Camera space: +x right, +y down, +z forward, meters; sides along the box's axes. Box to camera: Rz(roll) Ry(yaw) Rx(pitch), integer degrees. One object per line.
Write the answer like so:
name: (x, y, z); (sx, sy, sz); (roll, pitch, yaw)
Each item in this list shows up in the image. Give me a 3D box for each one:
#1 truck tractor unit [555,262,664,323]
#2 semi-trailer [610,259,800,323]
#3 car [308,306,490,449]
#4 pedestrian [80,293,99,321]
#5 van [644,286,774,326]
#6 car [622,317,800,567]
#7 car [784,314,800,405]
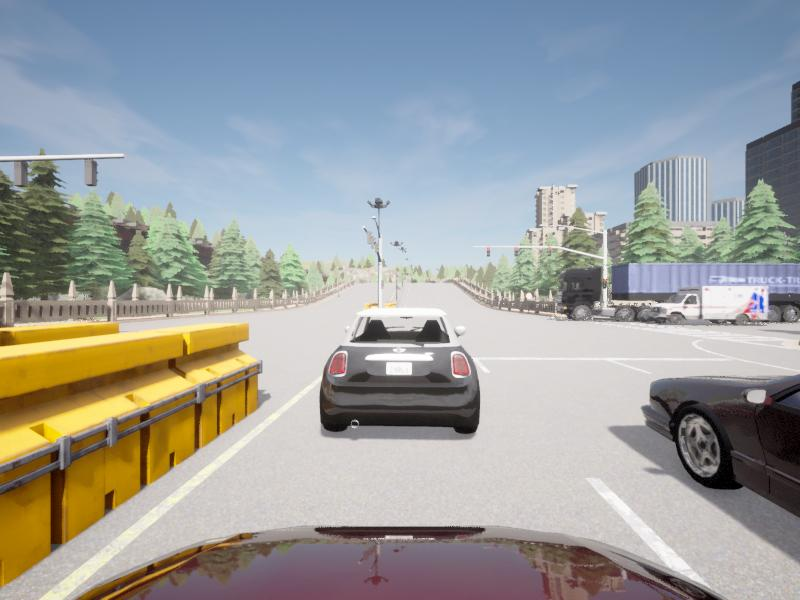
truck tractor unit: (15.202, -0.522, 29.554); (6.516, 4.208, 3.053); (0, 0, 12)
semi-trailer: (23.065, -0.617, 28.829); (14.254, 4.402, 2.717); (0, 0, 3)
car: (0.069, 0.853, 6.213); (1.970, 1.475, 3.806); (0, 0, 3)
pedestrian: (-21.354, 0.485, 27.538); (0.751, 1.860, 0.751); (0, 0, 2)
van: (19.438, 0.378, 25.412); (6.366, 2.431, 2.351); (0, 0, 2)
car: (3.389, 0.894, 1.761); (2.033, 1.411, 5.357); (0, 0, 2)
car: (6.991, 0.907, 4.212); (1.994, 1.385, 4.181); (0, 0, 2)
